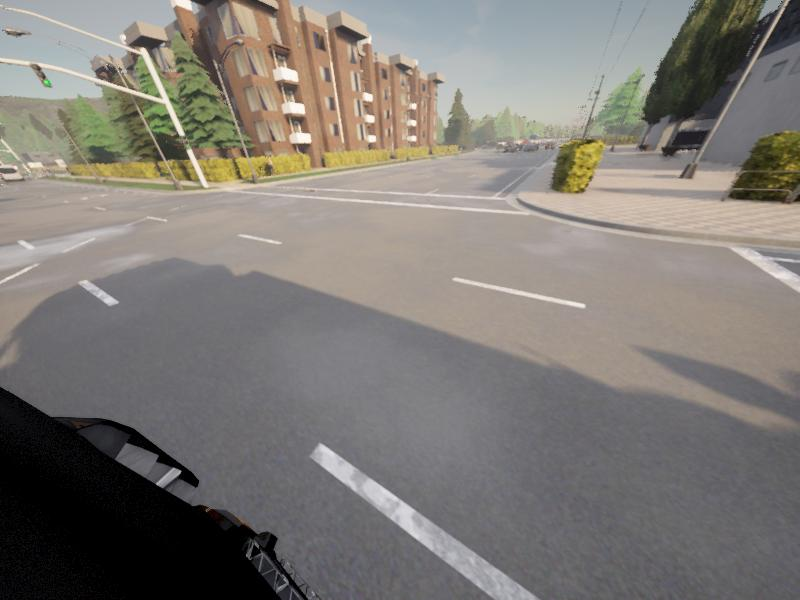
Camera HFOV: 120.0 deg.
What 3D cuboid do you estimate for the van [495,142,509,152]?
[{"bbox_3d":[25.911,-38.965,58.863,2.069,2.038,4.480,17,38,27],"label":"van"}]

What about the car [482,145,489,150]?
[{"bbox_3d":[30.784,-55.265,83.603,1.812,1.442,4.674,4,34,11],"label":"car"}]

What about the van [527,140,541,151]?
[{"bbox_3d":[33.955,-39.119,58.461,2.069,2.038,4.480,17,38,27],"label":"van"}]

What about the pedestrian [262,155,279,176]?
[{"bbox_3d":[-13.594,-14.133,24.353,0.751,1.860,0.751,17,38,27],"label":"pedestrian"}]

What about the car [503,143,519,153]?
[{"bbox_3d":[25.443,-34.661,52.735,2.242,1.667,4.611,17,38,27],"label":"car"}]

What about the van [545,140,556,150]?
[{"bbox_3d":[38.349,-39.525,58.770,1.775,1.987,4.442,17,38,27],"label":"van"}]

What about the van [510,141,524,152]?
[{"bbox_3d":[29.595,-38.724,58.209,2.069,2.038,4.480,17,38,27],"label":"van"}]

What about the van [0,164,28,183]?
[{"bbox_3d":[-67.353,-21.766,39.811,5.915,2.561,1.988,16,38,26],"label":"van"}]

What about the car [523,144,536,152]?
[{"bbox_3d":[29.563,-34.697,52.735,1.994,1.385,4.181,17,38,27],"label":"car"}]
